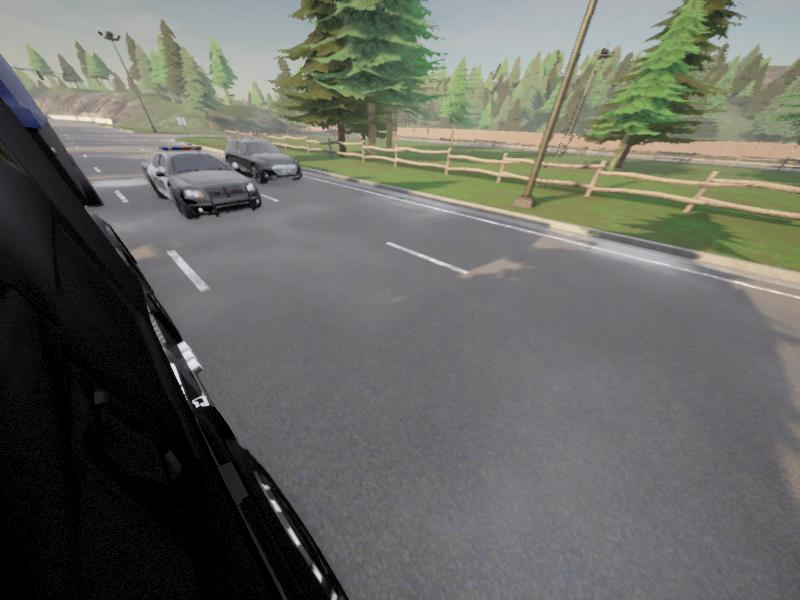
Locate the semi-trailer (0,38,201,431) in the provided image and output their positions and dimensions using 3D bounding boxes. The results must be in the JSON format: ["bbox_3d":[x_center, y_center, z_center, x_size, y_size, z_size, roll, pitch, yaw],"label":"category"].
[{"bbox_3d":[-8.703,-3.579,4.254,14.254,4.402,2.717,28,43,30],"label":"semi-trailer"}]

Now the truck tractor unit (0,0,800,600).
[{"bbox_3d":[-2.645,-0.295,0.351,6.516,4.208,3.053,28,44,30],"label":"truck tractor unit"}]

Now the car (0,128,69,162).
[{"bbox_3d":[-21.767,-9.226,13.649,4.181,1.385,1.994,28,43,30],"label":"car"}]

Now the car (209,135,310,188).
[{"bbox_3d":[-6.809,-6.838,11.172,4.856,1.649,2.033,28,43,30],"label":"car"}]

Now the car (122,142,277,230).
[{"bbox_3d":[-6.294,-3.820,7.184,4.974,1.542,2.038,28,43,30],"label":"car"}]
